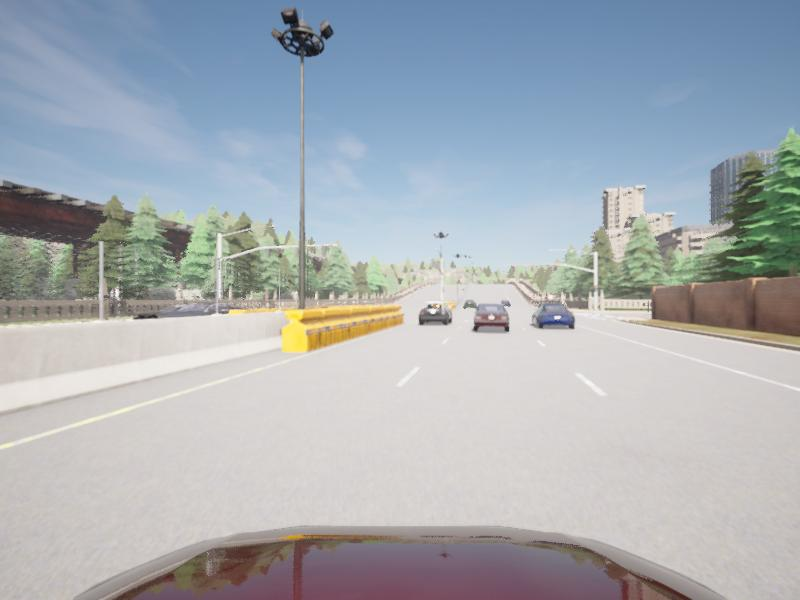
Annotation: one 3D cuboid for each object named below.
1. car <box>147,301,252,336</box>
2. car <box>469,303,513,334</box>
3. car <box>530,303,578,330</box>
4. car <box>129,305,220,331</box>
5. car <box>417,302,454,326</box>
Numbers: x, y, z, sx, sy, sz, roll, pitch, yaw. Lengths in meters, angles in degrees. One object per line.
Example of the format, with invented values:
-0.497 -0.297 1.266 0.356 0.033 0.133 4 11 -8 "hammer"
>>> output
-9.779 0.830 20.071 2.128 1.511 4.902 0 0 12 "car"
4.907 0.889 21.646 2.033 1.411 5.357 0 0 12 "car"
8.882 0.902 23.428 1.994 1.385 4.181 0 0 13 "car"
-12.718 0.938 22.996 1.895 1.301 4.718 0 0 12 "car"
2.418 0.847 26.611 1.970 1.475 3.806 0 0 13 "car"
